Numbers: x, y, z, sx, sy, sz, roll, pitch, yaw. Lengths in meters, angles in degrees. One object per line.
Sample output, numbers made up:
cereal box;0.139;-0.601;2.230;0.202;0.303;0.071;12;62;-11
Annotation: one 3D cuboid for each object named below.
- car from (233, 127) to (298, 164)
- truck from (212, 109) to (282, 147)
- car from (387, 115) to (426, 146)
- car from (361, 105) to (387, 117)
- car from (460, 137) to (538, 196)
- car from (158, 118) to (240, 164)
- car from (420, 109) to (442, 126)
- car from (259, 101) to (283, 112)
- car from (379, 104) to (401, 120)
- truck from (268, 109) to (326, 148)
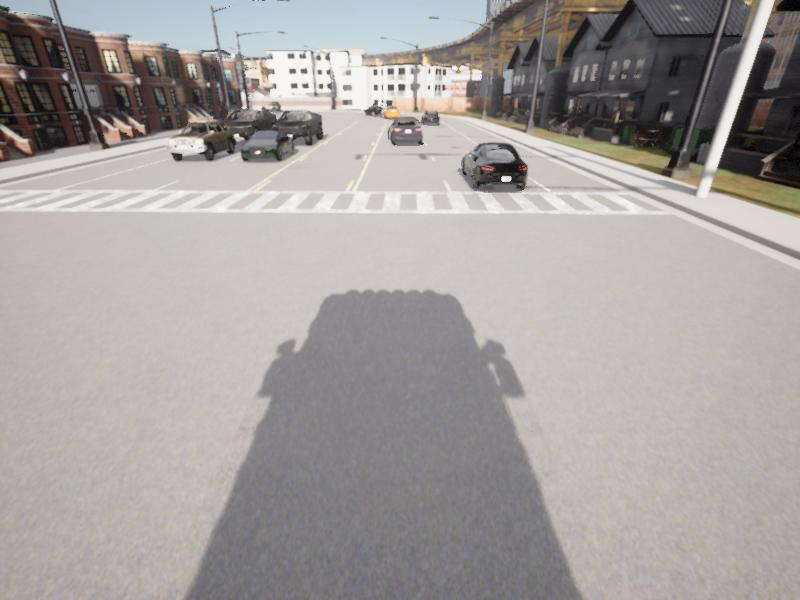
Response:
car;-6.985;-8.301;21.317;1.994;1.385;4.181;0;27;0
truck;-10.482;-12.222;28.162;2.390;2.098;6.274;0;27;0
car;0.362;-12.027;28.232;2.242;1.667;4.611;-2;27;-4
car;-4.079;-29.619;62.653;1.882;1.535;5.008;-15;31;-27
car;3.525;-5.196;15.169;1.812;1.442;4.674;0;27;0
car;-10.486;-8.617;21.381;1.932;1.855;4.605;0;27;0
car;3.502;-20.891;45.669;2.128;1.511;4.902;0;27;0
car;-25.800;-38.692;79.996;3.866;1.878;1.905;4;28;9
car;-1.444;-26.604;56.501;2.097;1.767;4.553;-6;28;-12
truck;-6.982;-12.143;28.001;2.390;2.098;6.274;0;27;0
